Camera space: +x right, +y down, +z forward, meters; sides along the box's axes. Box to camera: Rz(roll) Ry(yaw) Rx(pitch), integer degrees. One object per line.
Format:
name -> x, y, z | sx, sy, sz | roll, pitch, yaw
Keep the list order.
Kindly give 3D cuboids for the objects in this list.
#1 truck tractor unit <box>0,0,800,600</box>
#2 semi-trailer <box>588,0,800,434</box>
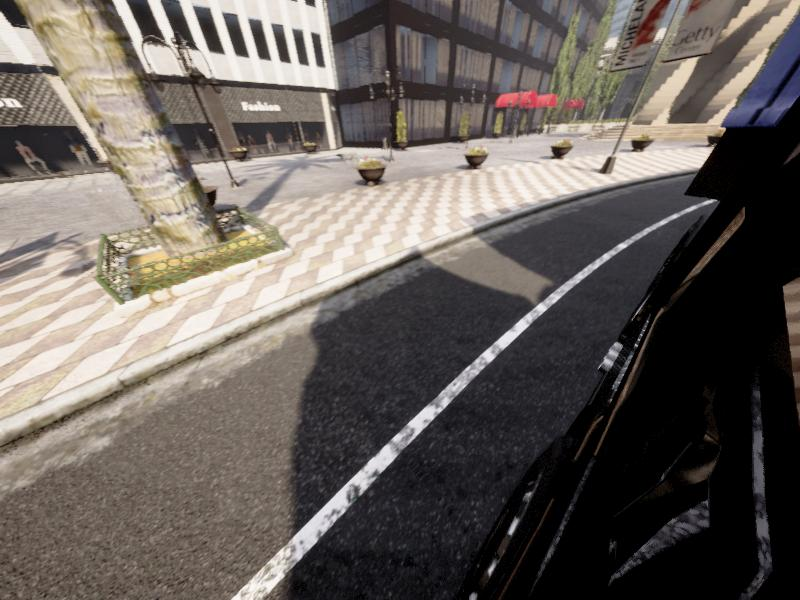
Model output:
truck tractor unit -> 2.645, -0.295, 0.352 | 6.516, 4.208, 3.053 | -28, 44, -30
semi-trailer -> 9.400, -2.984, 3.408 | 14.254, 4.402, 2.717 | -19, 40, -21
